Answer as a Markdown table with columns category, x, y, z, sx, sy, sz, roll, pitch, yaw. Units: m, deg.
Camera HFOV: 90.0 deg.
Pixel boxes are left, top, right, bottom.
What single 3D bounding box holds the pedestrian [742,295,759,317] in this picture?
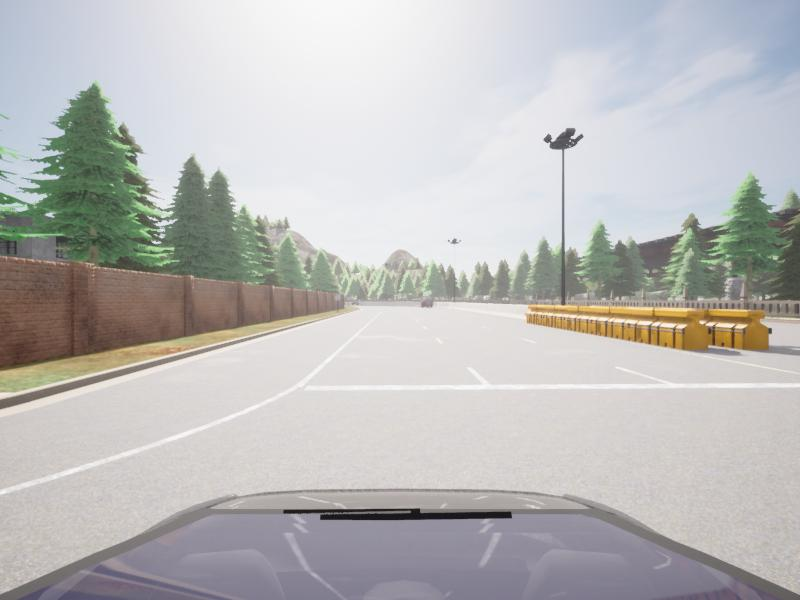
| category | x | y | z | sx | sy | sz | roll | pitch | yaw |
| --- | --- | --- | --- | --- | --- | --- | --- | --- | --- |
| pedestrian | 29.044 | 0.485 | 33.137 | 0.751 | 1.860 | 0.751 | 0 | 0 | -1 |
